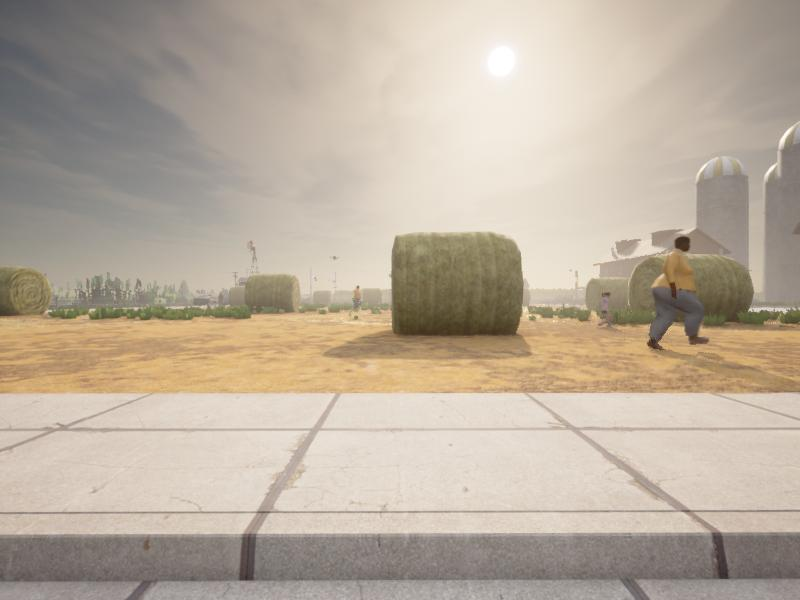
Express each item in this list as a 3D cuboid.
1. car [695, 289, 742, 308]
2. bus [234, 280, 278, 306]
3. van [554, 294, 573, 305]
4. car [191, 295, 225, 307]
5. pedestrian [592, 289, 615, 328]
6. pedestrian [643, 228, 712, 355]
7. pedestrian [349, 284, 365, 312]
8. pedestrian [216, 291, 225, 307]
[{"bbox_3d":[35.786,-0.139,44.980,1.905,1.878,3.866,-8,4,-44],"label":"car"},{"bbox_3d":[-25.894,-1.174,72.545,3.944,4.253,10.273,0,0,2],"label":"bus"},{"bbox_3d":[30.900,-0.029,75.723,1.775,1.987,4.442,0,0,-1],"label":"van"},{"bbox_3d":[-26.515,0.136,55.424,1.930,1.638,5.238,0,0,2],"label":"car"},{"bbox_3d":[5.849,0.237,11.512,0.500,1.100,0.500,0,0,16],"label":"pedestrian"},{"bbox_3d":[4.362,-0.131,6.347,0.751,1.860,0.751,0,0,22],"label":"pedestrian"},{"bbox_3d":[-2.919,-0.147,27.091,0.751,1.860,0.751,0,0,40],"label":"pedestrian"},{"bbox_3d":[-21.523,-0.150,47.942,0.751,1.860,0.751,0,0,-6],"label":"pedestrian"}]
